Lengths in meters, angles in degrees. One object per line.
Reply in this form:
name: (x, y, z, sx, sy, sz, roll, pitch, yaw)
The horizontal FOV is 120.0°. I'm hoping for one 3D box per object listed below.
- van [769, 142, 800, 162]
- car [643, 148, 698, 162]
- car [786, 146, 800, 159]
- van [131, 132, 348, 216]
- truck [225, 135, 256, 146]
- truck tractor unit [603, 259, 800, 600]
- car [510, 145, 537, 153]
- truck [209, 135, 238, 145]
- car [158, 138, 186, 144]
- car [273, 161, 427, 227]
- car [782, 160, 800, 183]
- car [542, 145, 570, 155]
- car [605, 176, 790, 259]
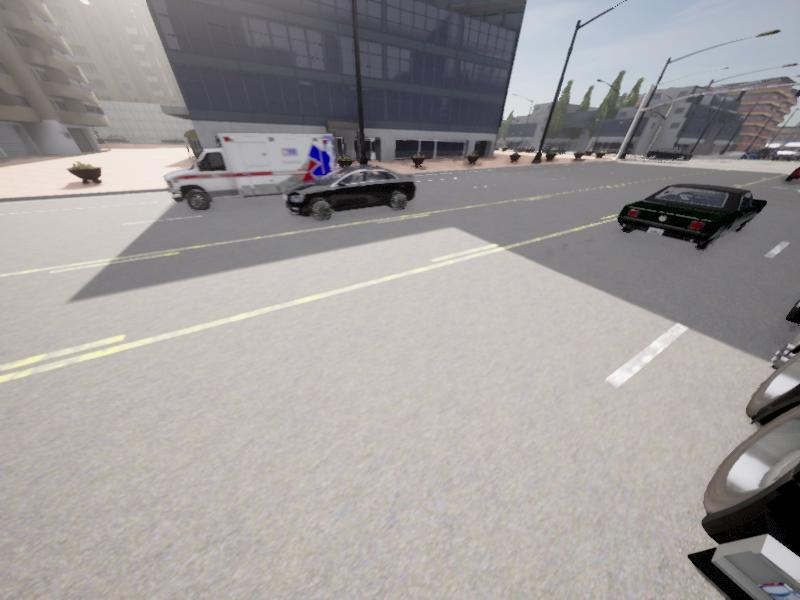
van: (66.003, -25.084, 39.114, 5.915, 2.561, 1.988, -17, 38, -24)
car: (40.108, -21.713, 34.410, 1.882, 1.535, 5.008, -23, 41, -30)
car: (78.137, -28.618, 44.766, 5.566, 2.045, 2.150, -17, 39, -23)
van: (-5.799, -5.480, 9.690, 6.366, 2.431, 2.351, -17, 39, -23)
truck: (-41.688, -41.741, 60.502, 6.274, 2.098, 2.390, -15, 38, -23)
truck tractor unit: (5.099, -0.313, 0.795, 6.516, 4.208, 3.053, -19, 39, -24)
car: (29.655, -36.427, 55.624, 2.033, 1.411, 5.357, -15, 38, -22)
truck: (-50.573, -45.968, 66.384, 6.274, 2.098, 2.390, -15, 38, -23)
car: (-58.893, -41.122, 59.764, 4.718, 1.301, 1.895, -15, 38, -23)
car: (-1.682, -4.096, 8.542, 4.902, 1.511, 2.128, -17, 38, -23)
car: (28.771, -8.936, 15.790, 4.193, 1.474, 1.816, -17, 38, -23)
car: (31.421, -30.323, 46.710, 1.816, 1.474, 4.193, -16, 38, -24)
car: (8.556, -2.612, 6.686, 4.718, 1.301, 1.895, -17, 39, -23)
